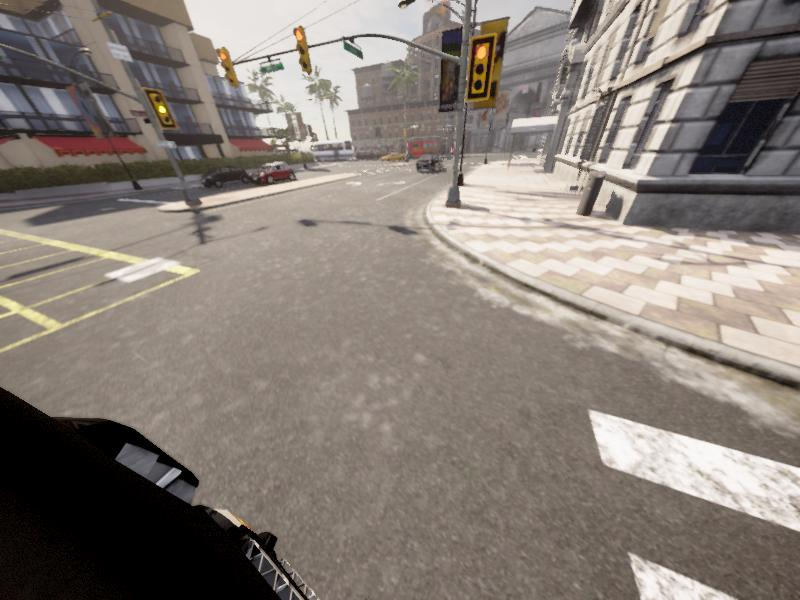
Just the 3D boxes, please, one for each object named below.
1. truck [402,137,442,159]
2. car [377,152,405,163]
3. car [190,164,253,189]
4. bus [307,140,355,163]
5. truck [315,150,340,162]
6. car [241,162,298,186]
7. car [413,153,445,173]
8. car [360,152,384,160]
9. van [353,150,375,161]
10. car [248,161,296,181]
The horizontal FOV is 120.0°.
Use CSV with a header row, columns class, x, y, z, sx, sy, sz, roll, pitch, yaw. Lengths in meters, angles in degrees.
class,x,y,z,sx,sy,sz,roll,pitch,yaw
truck,4.879,-34.129,52.039,8.468,3.827,2.891,11,36,20
car,-1.588,-27.360,44.260,5.366,1.575,1.801,-27,41,-32
car,-15.294,-10.795,20.088,1.789,1.549,3.705,11,36,19
bus,-16.777,-36.348,56.575,10.273,4.253,3.944,11,36,20
truck,-19.182,-38.228,61.232,5.204,2.467,2.627,11,36,20
car,-11.327,-11.162,20.431,1.970,1.475,3.806,11,36,19
car,3.163,-14.529,24.478,2.128,1.511,4.902,11,36,19
car,-6.906,-35.505,56.969,5.238,1.638,1.930,11,36,20
van,-8.400,-33.857,54.256,4.442,1.987,1.775,11,36,20
car,-13.266,-13.599,24.275,1.970,1.475,3.806,11,36,20
